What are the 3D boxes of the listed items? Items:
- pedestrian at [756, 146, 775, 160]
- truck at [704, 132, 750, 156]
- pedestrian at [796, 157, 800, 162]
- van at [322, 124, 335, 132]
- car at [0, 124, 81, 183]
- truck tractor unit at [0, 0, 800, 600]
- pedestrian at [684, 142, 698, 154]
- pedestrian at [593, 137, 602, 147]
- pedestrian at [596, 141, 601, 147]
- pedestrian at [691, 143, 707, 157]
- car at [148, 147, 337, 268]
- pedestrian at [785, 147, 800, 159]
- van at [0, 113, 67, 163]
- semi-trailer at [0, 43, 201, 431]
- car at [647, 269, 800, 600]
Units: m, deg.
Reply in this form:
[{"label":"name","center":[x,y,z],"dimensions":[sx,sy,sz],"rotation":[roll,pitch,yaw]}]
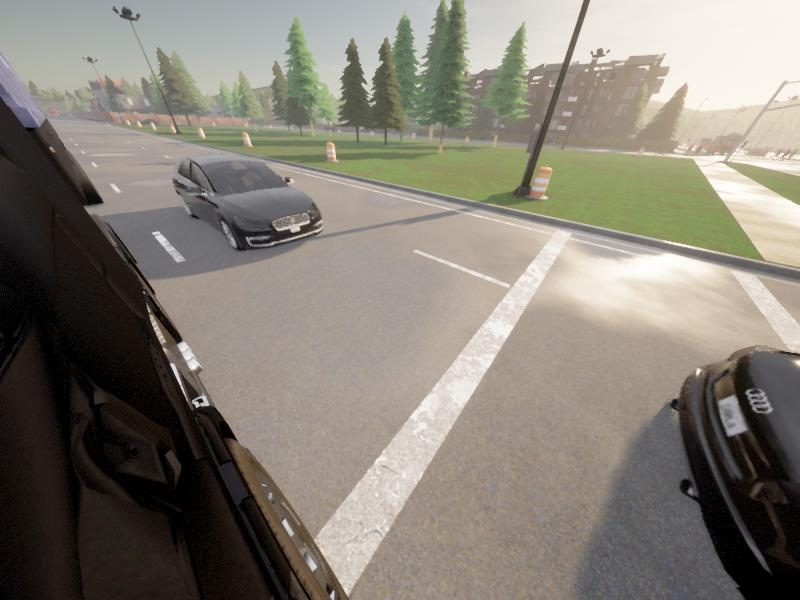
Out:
[{"label":"pedestrian","center":[64.047,-25.782,40.512],"dimensions":[0.751,1.860,0.751],"rotation":[25,42,27]},{"label":"truck","center":[70.142,-33.683,49.856],"dimensions":[2.891,3.827,8.468],"rotation":[28,43,30]},{"label":"pedestrian","center":[68.008,-24.179,38.616],"dimensions":[0.751,1.860,0.751],"rotation":[22,41,24]},{"label":"van","center":[-24.703,-59.402,79.862],"dimensions":[4.442,1.987,1.775],"rotation":[28,44,30]},{"label":"car","center":[-16.034,-6.383,9.830],"dimensions":[5.027,1.651,2.152],"rotation":[28,44,30]},{"label":"truck tractor unit","center":[-2.645,-0.295,0.351],"dimensions":[6.516,4.208,3.053],"rotation":[28,44,30]},{"label":"pedestrian","center":[53.929,-28.207,42.868],"dimensions":[0.751,1.860,0.751],"rotation":[29,44,30]},{"label":"pedestrian","center":[45.174,-36.088,52.861],"dimensions":[0.751,1.860,0.751],"rotation":[28,44,30]},{"label":"pedestrian","center":[45.814,-35.876,53.252],"dimensions":[0.500,1.100,0.500],"rotation":[28,44,30]},{"label":"pedestrian","center":[51.584,-25.890,39.880],"dimensions":[0.751,1.860,0.751],"rotation":[26,43,28]},{"label":"car","center":[-3.923,-2.606,5.630],"dimensions":[4.892,1.490,1.837],"rotation":[28,44,30]},{"label":"pedestrian","center":[75.193,-27.929,44.022],"dimensions":[0.751,1.860,0.751],"rotation":[26,43,28]},{"label":"van","center":[-20.774,-9.070,12.811],"dimensions":[4.442,1.987,1.775],"rotation":[28,44,30]},{"label":"semi-trailer","center":[-8.691,-3.610,4.234],"dimensions":[14.254,4.402,2.717],"rotation":[28,44,30]},{"label":"car","center":[3.853,1.600,0.599],"dimensions":[4.181,1.385,1.994],"rotation":[28,44,30]}]
